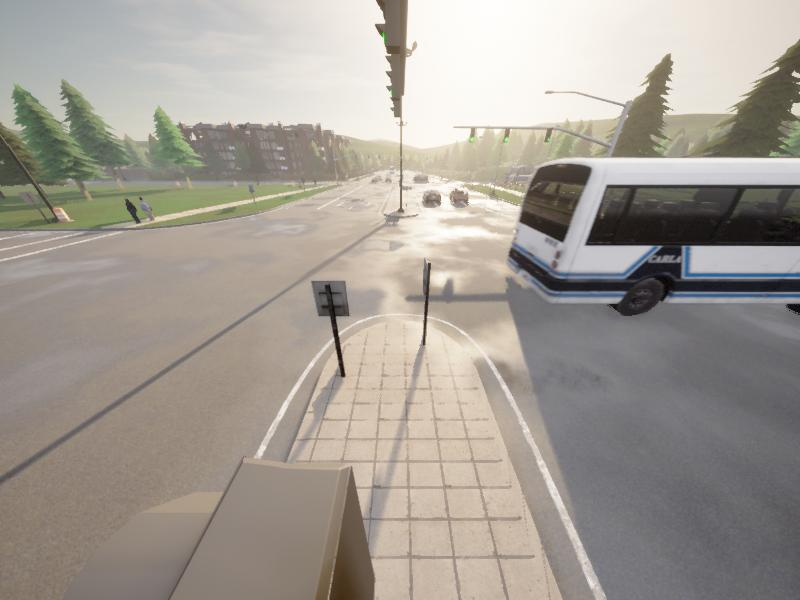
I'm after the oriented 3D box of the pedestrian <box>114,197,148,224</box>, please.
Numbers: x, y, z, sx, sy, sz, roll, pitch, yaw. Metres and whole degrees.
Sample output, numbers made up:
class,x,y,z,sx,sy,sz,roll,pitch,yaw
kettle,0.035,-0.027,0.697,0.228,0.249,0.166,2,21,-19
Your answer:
class,x,y,z,sx,sy,sz,roll,pitch,yaw
pedestrian,-20.618,-6.856,17.768,0.751,1.860,0.751,-2,30,-3

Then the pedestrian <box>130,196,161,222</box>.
class,x,y,z,sx,sy,sz,roll,pitch,yaw
pedestrian,-20.313,-7.282,18.505,0.751,1.860,0.751,0,30,0

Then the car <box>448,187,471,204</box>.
class,x,y,z,sx,sy,sz,roll,pitch,yaw
car,7.696,-13.705,30.237,1.851,1.617,3.988,0,30,0

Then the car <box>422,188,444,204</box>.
class,x,y,z,sx,sy,sz,roll,pitch,yaw
car,4.196,-13.699,30.352,2.163,1.488,4.792,0,30,0

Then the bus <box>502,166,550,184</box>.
class,x,y,z,sx,sy,sz,roll,pitch,yaw
bus,34.340,-34.393,63.423,10.273,4.253,3.944,0,30,0

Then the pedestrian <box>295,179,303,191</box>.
class,x,y,z,sx,sy,sz,roll,pitch,yaw
pedestrian,-18.524,-21.163,42.548,0.751,1.860,0.751,2,30,3

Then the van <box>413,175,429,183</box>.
class,x,y,z,sx,sy,sz,roll,pitch,yaw
van,6.004,-35.217,67.115,4.442,1.987,1.775,0,30,0

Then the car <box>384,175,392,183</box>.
class,x,y,z,sx,sy,sz,roll,pitch,yaw
car,-3.515,-35.672,68.021,1.905,1.878,3.866,0,30,0

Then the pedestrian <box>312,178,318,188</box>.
class,x,y,z,sx,sy,sz,roll,pitch,yaw
pedestrian,-17.901,-24.706,48.684,0.751,1.860,0.751,1,30,2

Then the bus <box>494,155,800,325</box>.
class,x,y,z,sx,sy,sz,roll,pitch,yaw
bus,9.308,-2.104,7.498,10.273,4.253,3.944,0,30,0
